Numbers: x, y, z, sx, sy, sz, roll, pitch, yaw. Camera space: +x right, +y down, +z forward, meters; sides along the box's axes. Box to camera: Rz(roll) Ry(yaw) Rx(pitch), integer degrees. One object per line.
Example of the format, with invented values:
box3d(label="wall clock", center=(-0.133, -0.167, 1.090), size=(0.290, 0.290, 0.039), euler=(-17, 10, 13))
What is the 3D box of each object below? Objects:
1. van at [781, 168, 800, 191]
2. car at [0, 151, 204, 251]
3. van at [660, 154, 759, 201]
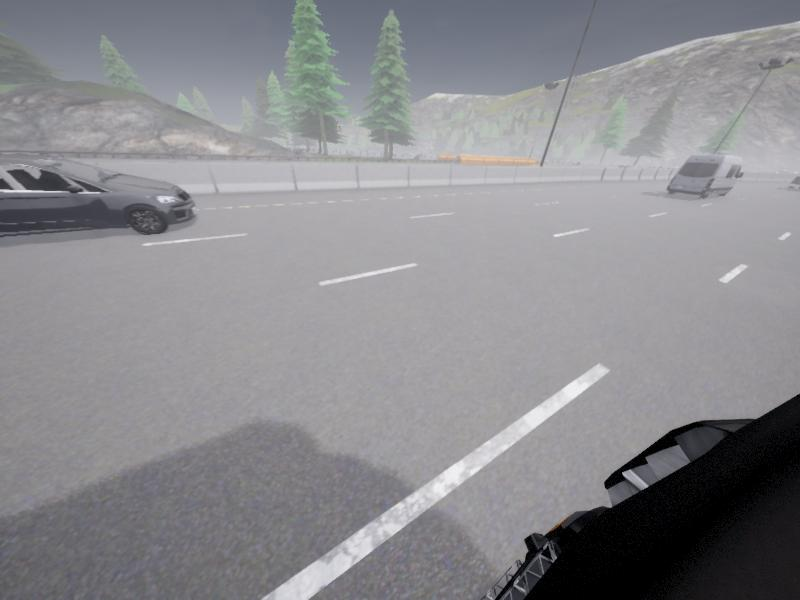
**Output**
box3d(label="van", center=(44.850, -12.916, 24.891), size=(4.480, 2.038, 2.069), euler=(-8, 34, -15))
box3d(label="car", center=(-8.052, -2.515, 5.568), size=(4.611, 1.667, 2.242), euler=(-15, 38, -25))
box3d(label="van", center=(21.884, -8.715, 16.377), size=(5.915, 2.561, 1.988), euler=(-14, 37, -23))
